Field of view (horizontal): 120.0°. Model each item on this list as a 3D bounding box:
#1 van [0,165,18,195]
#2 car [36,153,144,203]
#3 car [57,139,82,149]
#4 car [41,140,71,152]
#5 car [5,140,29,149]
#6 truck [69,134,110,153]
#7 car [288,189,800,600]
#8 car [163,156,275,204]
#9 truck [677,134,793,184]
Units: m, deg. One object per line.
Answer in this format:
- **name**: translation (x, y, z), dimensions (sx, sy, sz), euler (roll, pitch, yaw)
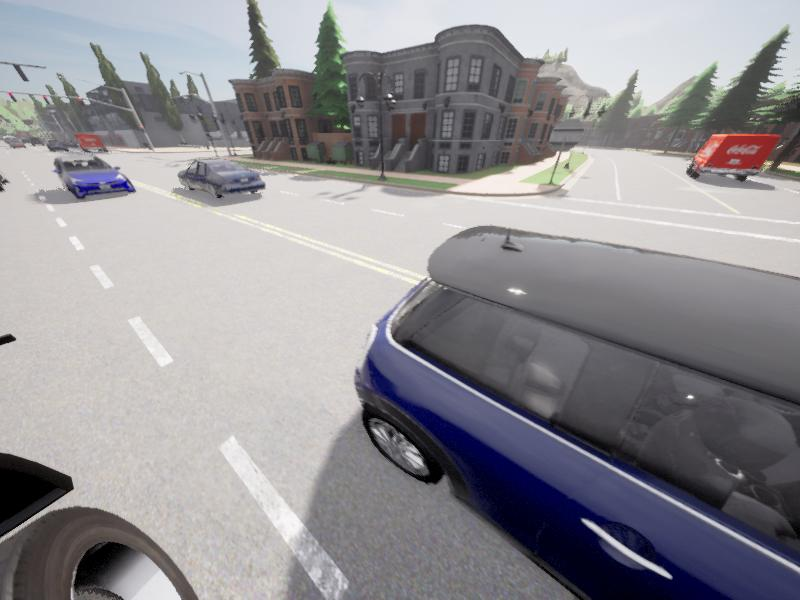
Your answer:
- **van**: translation (-21.470, -6.592, 10.999), dimensions (6.366, 2.431, 2.351), euler (22, 41, 28)
- **car**: translation (-14.355, -5.785, 10.692), dimensions (4.514, 1.525, 2.007), euler (22, 41, 28)
- **car**: translation (-73.995, -35.015, 51.724), dimensions (4.611, 1.667, 2.242), euler (22, 41, 28)
- **car**: translation (-59.684, -26.768, 40.028), dimensions (4.856, 1.649, 2.033), euler (22, 41, 28)
- **car**: translation (-76.146, -30.982, 45.951), dimensions (3.633, 1.501, 1.845), euler (22, 41, 28)
- **truck**: translation (-51.088, -25.818, 38.029), dimensions (5.204, 2.467, 2.627), euler (22, 41, 28)
- **car**: translation (1.880, 0.721, 1.349), dimensions (4.553, 1.767, 2.097), euler (22, 41, 28)
- **car**: translation (-8.631, -5.862, 10.962), dimensions (5.357, 1.411, 2.033), euler (22, 41, 28)
- **truck**: translation (21.924, -9.687, 15.638), dimensions (2.627, 2.467, 5.204), euler (24, 42, 29)
